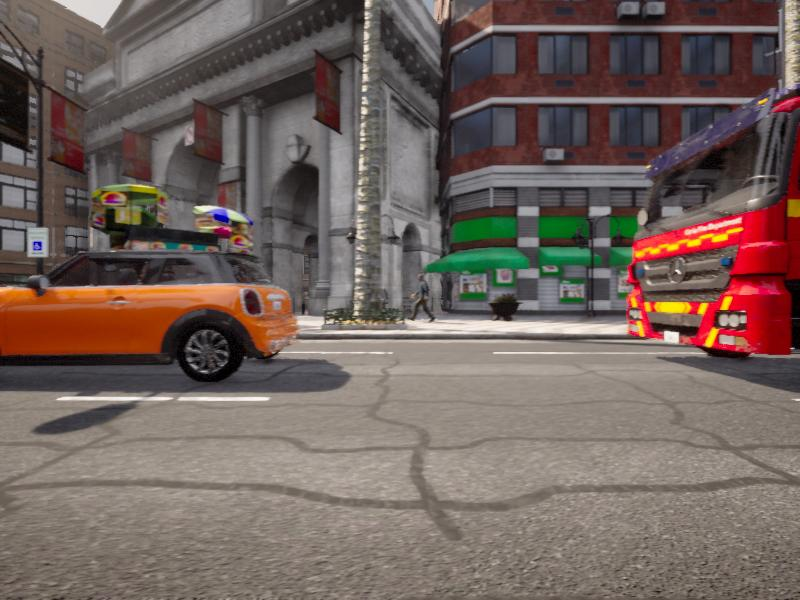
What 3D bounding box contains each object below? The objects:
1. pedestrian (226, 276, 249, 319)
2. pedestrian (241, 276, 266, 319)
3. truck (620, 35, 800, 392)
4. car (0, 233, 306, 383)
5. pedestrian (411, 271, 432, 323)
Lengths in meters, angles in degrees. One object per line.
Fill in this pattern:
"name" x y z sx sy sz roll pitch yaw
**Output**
"pedestrian" -7.224 -0.108 17.772 0.751 1.860 0.751 0 0 -4
"pedestrian" -6.463 -0.108 17.707 0.751 1.860 0.751 0 0 10
"truck" 8.133 -0.918 5.577 8.468 3.827 2.891 0 0 2
"car" -3.883 0.093 5.761 4.553 1.767 2.097 0 0 0
"pedestrian" 0.780 -0.115 14.587 0.751 1.860 0.751 0 0 4
